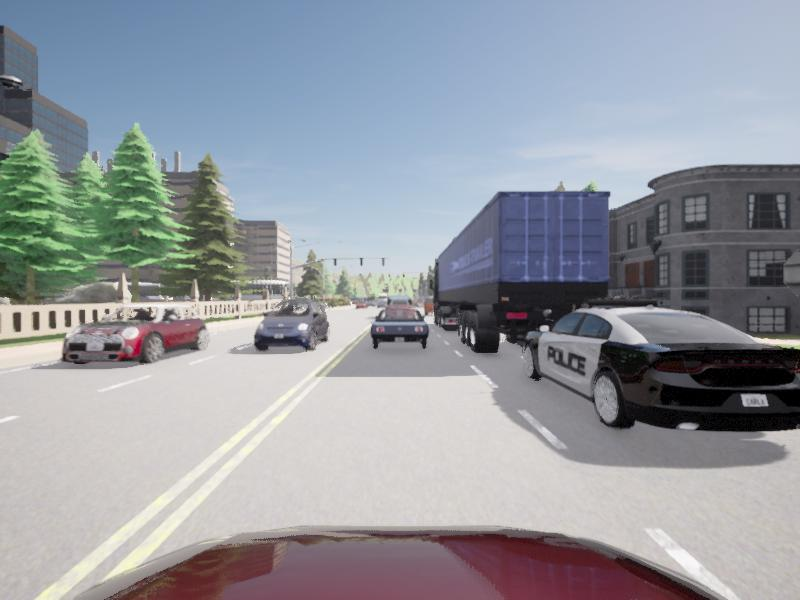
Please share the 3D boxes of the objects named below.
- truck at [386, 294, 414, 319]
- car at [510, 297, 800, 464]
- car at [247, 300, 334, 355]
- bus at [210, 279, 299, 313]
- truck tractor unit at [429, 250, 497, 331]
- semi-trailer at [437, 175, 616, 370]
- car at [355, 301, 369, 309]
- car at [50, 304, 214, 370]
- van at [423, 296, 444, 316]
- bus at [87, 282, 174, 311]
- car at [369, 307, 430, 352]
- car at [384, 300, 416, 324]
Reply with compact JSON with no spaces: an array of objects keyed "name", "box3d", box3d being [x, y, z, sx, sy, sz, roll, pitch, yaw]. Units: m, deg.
[{"name":"truck","box3d":[-0.027,0.572,36.832,2.390,2.098,6.274,0,0,0]},{"name":"car","box3d":[3.495,0.783,6.532,1.930,1.638,5.238,0,0,0]},{"name":"car","box3d":[-3.512,0.799,13.597,1.851,1.617,3.988,0,0,0]},{"name":"bus","box3d":[-18.991,-0.491,52.681,10.273,4.253,3.944,0,0,0]},{"name":"truck tractor unit","box3d":[3.484,-0.503,24.057,3.053,4.208,6.516,0,0,0]},{"name":"semi-trailer","box3d":[3.496,-0.604,16.145,2.717,4.402,14.254,0,0,0]},{"name":"car","box3d":[-7.118,0.890,75.480,2.007,1.525,4.514,0,0,2]},{"name":"car","box3d":[-7.007,0.862,11.031,1.970,1.475,3.806,0,0,0]},{"name":"van","box3d":[3.476,0.633,42.187,1.775,1.987,4.442,0,0,0]},{"name":"bus","box3d":[-39.776,-0.486,59.443,10.273,4.253,3.944,0,0,0]},{"name":"car","box3d":[-0.011,0.956,14.771,1.895,1.301,4.718,0,0,0]},{"name":"car","box3d":[-0.021,0.804,29.340,2.152,1.651,5.027,0,0,0]}]
